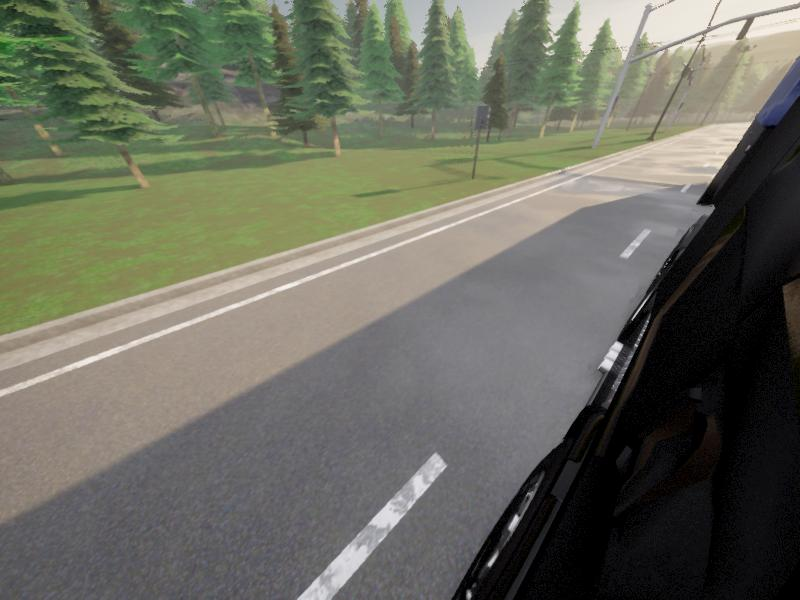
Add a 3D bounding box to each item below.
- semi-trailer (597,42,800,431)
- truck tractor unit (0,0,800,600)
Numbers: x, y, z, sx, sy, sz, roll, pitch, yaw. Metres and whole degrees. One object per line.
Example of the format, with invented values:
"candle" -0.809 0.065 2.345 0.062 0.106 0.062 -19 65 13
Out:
"semi-trailer" 8.715 -3.579 4.232 14.254 4.402 2.717 -28 44 -30
"truck tractor unit" 2.645 -0.295 0.352 6.516 4.208 3.053 -28 44 -30
